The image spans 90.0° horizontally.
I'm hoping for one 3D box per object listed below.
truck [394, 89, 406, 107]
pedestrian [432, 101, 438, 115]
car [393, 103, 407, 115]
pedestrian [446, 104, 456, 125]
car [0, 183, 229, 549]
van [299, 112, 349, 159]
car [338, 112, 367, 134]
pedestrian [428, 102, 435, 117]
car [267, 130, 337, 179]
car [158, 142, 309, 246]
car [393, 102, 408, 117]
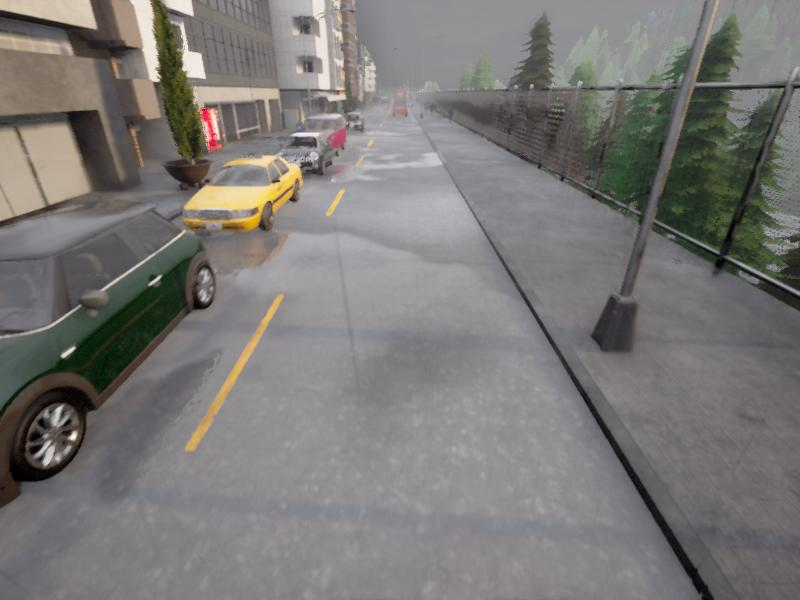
[{"bbox_3d":[0.043,-49.694,98.257,2.891,3.827,8.468,0,27,0],"label":"truck"},{"bbox_3d":[5.189,-28.653,59.589,0.751,1.860,0.751,0,27,-1],"label":"pedestrian"},{"bbox_3d":[0.020,-31.707,66.269,2.152,1.651,5.027,0,27,0],"label":"car"},{"bbox_3d":[5.179,-18.894,40.764,0.751,1.860,0.751,-1,27,-2],"label":"pedestrian"},{"bbox_3d":[-4.000,0.054,4.466,2.097,1.767,4.553,0,27,0],"label":"car"},{"bbox_3d":[-3.992,-9.025,21.770,1.775,1.987,4.442,0,27,0],"label":"van"},{"bbox_3d":[-3.989,-15.247,34.327,1.970,1.475,3.806,0,27,0],"label":"car"},{"bbox_3d":[4.218,-25.392,53.289,0.751,1.860,0.751,-1,27,-3],"label":"pedestrian"},{"bbox_3d":[-3.994,-6.259,16.990,1.970,1.475,3.806,0,27,0],"label":"car"},{"bbox_3d":[-3.998,-3.126,10.833,1.801,1.575,5.366,0,27,0],"label":"car"},{"bbox_3d":[0.019,-27.604,57.861,2.097,1.767,4.553,0,27,0],"label":"car"}]
